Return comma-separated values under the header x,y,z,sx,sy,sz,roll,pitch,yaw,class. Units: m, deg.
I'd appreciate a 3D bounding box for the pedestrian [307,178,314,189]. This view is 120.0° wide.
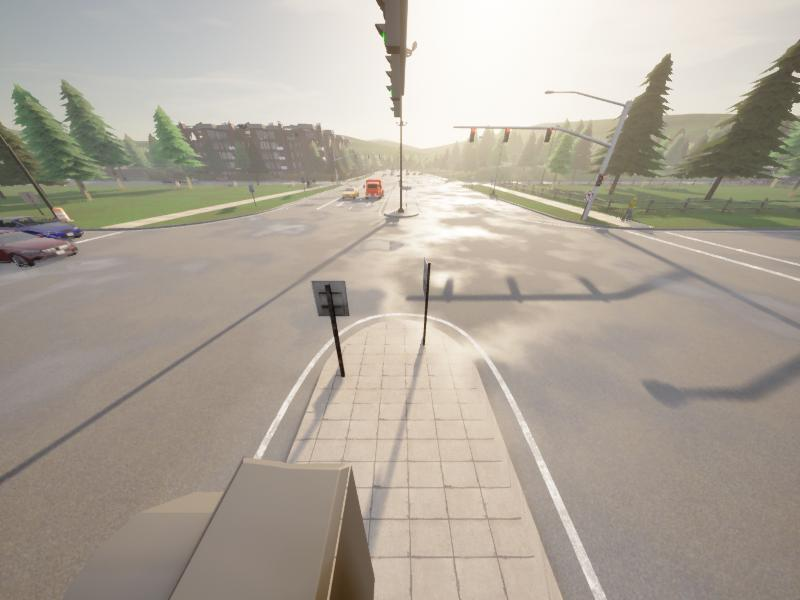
x,y,z,sx,sy,sz,roll,pitch,yaw,class
-17.731,-22.942,45.630,0.751,1.860,0.751,3,30,6,pedestrian

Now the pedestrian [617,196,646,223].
x,y,z,sx,sy,sz,roll,pitch,yaw,class
18.268,-7.159,18.293,0.751,1.860,0.751,1,30,2,pedestrian

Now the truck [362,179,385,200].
x,y,z,sx,sy,sz,roll,pitch,yaw,class
-3.776,-16.285,33.841,2.627,2.467,5.204,0,30,0,truck

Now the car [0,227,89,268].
x,y,z,sx,sy,sz,roll,pitch,yaw,class
-18.752,-2.530,11.043,4.674,1.442,1.812,0,30,0,car

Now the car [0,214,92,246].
x,y,z,sx,sy,sz,roll,pitch,yaw,class
-22.366,-4.288,14.058,4.193,1.474,1.816,0,30,0,car

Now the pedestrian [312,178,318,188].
x,y,z,sx,sy,sz,roll,pitch,yaw,class
-18.157,-25.103,49.373,0.751,1.860,0.751,3,30,5,pedestrian

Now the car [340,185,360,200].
x,y,z,sx,sy,sz,roll,pitch,yaw,class
-7.276,-15.902,34.069,1.801,1.575,5.366,0,30,0,car

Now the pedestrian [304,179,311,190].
x,y,z,sx,sy,sz,roll,pitch,yaw,class
-17.861,-22.407,44.703,0.751,1.860,0.751,3,30,6,pedestrian
